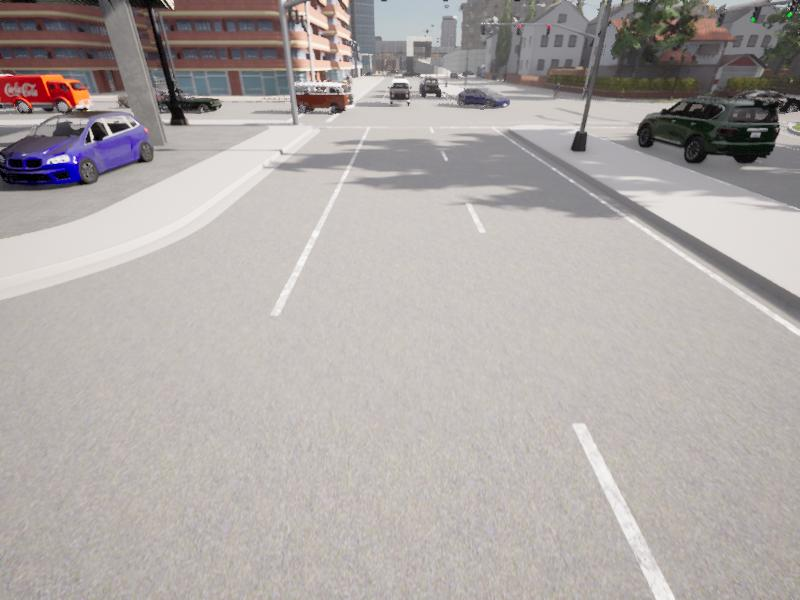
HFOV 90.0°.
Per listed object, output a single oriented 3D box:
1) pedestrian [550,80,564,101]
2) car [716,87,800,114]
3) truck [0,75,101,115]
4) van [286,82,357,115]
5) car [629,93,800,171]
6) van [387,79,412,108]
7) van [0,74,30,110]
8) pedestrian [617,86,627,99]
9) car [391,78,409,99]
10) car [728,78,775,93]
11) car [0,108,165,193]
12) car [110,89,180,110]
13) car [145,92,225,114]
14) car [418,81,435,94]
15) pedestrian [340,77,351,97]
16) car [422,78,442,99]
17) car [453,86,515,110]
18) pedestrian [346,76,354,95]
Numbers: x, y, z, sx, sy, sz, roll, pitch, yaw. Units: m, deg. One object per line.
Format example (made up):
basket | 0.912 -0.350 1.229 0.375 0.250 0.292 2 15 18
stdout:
pedestrian | 15.598 -20.844 39.783 0.751 1.860 0.751 2 30 3
car | 27.176 -14.837 29.786 5.238 1.638 1.930 1 30 1
truck | -25.856 -15.097 29.354 5.204 2.467 2.627 0 30 -1
van | -5.654 -14.773 29.250 4.480 2.038 2.069 6 30 10
car | 11.490 -6.603 15.284 2.150 2.045 5.566 0 30 0
van | -0.020 -18.220 35.149 2.069 2.038 4.480 0 30 0
van | -34.590 -16.777 32.261 6.366 2.431 2.351 0 30 -1
pedestrian | 22.638 -21.133 40.753 0.500 1.100 0.500 25 38 36
car | -0.025 -23.530 44.387 1.932 1.855 4.605 0 31 0
car | 41.398 -25.343 47.255 1.970 1.475 3.806 0 30 0
car | -9.721 -4.749 12.229 2.242 1.667 4.611 0 30 0
car | -20.759 -16.436 32.739 4.181 1.385 1.994 -1 30 -1
car | -15.906 -14.670 29.796 4.718 1.301 1.895 0 30 -1
car | 3.471 -27.921 52.482 1.895 1.301 4.718 0 30 0
pedestrian | -5.793 -22.550 42.377 0.751 1.860 0.751 26 39 37
car | 3.475 -23.466 44.267 1.905 1.878 3.866 0 31 0
car | 6.956 -17.018 33.654 2.163 1.488 4.792 -22 37 -33
pedestrian | -5.745 -24.511 45.731 0.751 1.860 0.751 -4 31 -7
